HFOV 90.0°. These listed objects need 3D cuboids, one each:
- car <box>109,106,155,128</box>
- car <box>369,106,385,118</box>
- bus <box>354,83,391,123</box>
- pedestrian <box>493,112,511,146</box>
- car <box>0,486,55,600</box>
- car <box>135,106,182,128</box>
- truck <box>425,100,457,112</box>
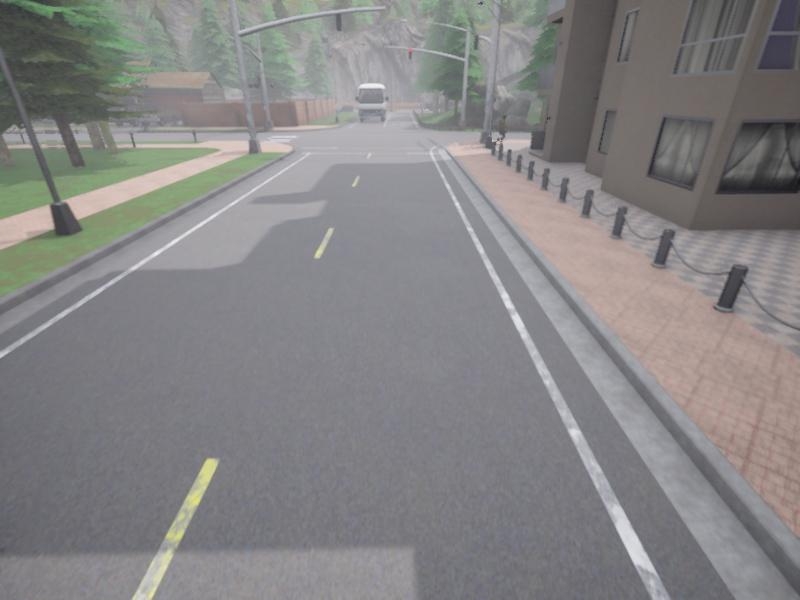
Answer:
[{"bbox_3d":[-27.472,-18.886,41.151,1.905,1.878,3.866,-1,27,-1],"label":"car"},{"bbox_3d":[-3.423,-28.567,60.622,2.128,1.511,4.902,0,27,0],"label":"car"},{"bbox_3d":[-3.315,-25.660,51.961,3.944,4.253,10.273,0,27,0],"label":"bus"},{"bbox_3d":[6.339,-10.660,24.937,0.751,1.860,0.751,-1,27,-2],"label":"pedestrian"},{"bbox_3d":[-3.495,2.274,0.719,1.994,1.385,4.181,0,27,0],"label":"car"},{"bbox_3d":[-24.967,-19.095,41.543,1.932,1.855,4.605,-1,27,-1],"label":"car"},{"bbox_3d":[8.234,-39.410,81.077,6.274,2.098,2.390,0,27,-1],"label":"truck"}]
